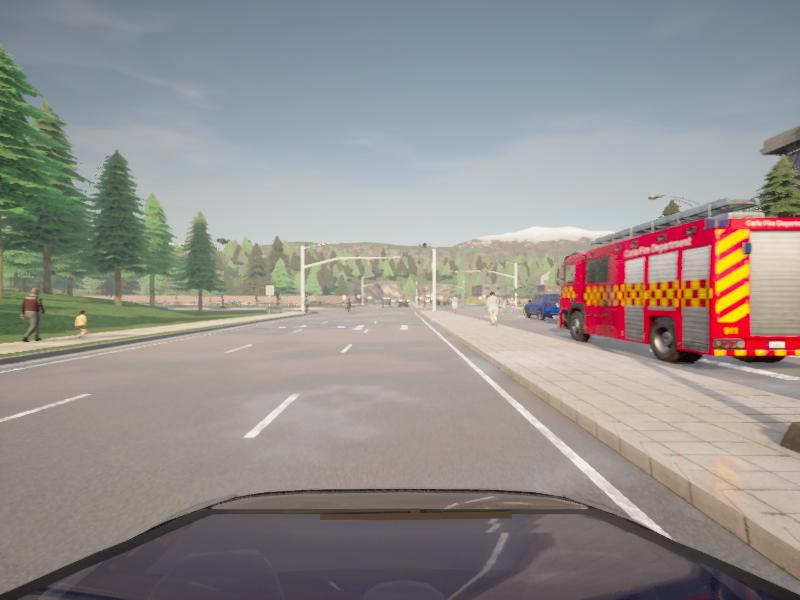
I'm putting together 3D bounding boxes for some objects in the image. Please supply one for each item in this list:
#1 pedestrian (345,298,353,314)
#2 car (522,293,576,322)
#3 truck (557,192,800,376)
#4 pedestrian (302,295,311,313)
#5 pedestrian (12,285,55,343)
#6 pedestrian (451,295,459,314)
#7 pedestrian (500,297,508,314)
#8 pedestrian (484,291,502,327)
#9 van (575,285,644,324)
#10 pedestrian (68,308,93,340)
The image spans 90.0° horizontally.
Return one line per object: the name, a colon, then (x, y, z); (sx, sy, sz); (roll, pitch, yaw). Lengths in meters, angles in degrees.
pedestrian: (-5.787, 0.661, 45.321); (0.751, 1.860, 0.751); (0, 0, -19)
car: (11.544, 0.543, 31.434); (2.150, 2.045, 5.566); (0, 0, 0)
truck: (8.023, -0.334, 12.554); (2.891, 3.827, 8.468); (0, 0, 0)
pedestrian: (-10.040, 0.439, 42.932); (0.751, 1.860, 0.751); (0, 0, 5)
pedestrian: (-12.108, 0.462, 13.245); (0.751, 1.860, 0.751); (0, 0, 0)
pedestrian: (5.515, 0.453, 40.162); (0.751, 1.860, 0.751); (0, 0, 1)
pedestrian: (11.889, 0.602, 45.736); (0.751, 1.860, 0.751); (0, 0, -3)
pedestrian: (4.977, 0.468, 21.372); (0.751, 1.860, 0.751); (0, 0, -6)
van: (15.047, 0.299, 29.259); (1.988, 2.561, 5.915); (0, 0, 0)
pedestrian: (-11.271, 0.842, 14.112); (0.500, 1.100, 0.500); (0, 0, 6)
